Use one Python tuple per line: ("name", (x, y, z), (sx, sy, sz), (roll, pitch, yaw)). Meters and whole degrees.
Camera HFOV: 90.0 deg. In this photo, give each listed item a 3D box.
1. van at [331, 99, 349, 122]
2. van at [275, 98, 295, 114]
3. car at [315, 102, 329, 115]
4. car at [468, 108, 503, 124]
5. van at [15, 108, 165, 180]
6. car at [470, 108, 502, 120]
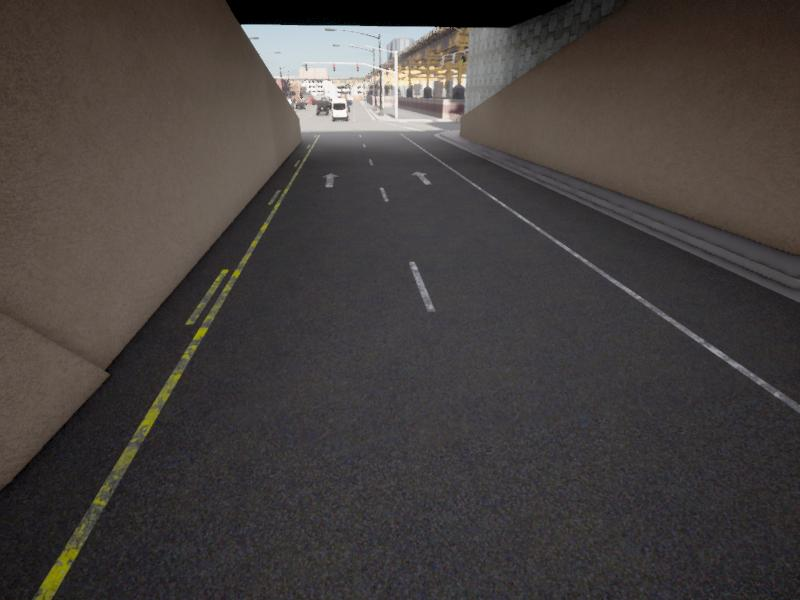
("van", (-7.908, -25.249, 53.056), (1.988, 2.561, 5.915), (-3, 28, -5))
("van", (-20.874, -35.420, 73.013), (2.351, 2.431, 6.366), (-3, 27, -6))
("car", (-12.999, -32.108, 67.144), (1.905, 1.878, 3.866), (-3, 27, -5))
("car", (10.399, -22.340, 48.361), (2.038, 1.542, 4.974), (19, 33, 33))
("van", (-13.664, -7.439, 18.495), (2.351, 2.431, 6.366), (-3, 27, -6))
("car", (10.430, -22.499, 48.326), (1.853, 1.218, 4.536), (19, 33, 33))
